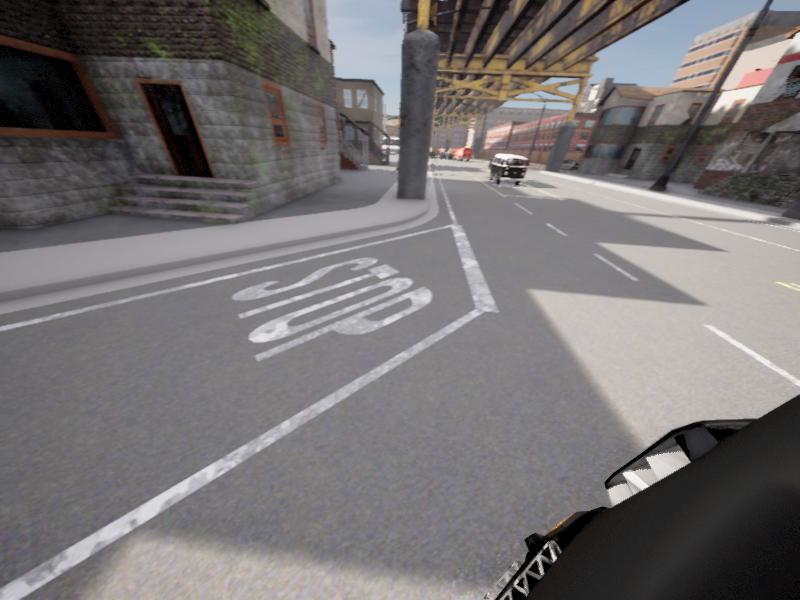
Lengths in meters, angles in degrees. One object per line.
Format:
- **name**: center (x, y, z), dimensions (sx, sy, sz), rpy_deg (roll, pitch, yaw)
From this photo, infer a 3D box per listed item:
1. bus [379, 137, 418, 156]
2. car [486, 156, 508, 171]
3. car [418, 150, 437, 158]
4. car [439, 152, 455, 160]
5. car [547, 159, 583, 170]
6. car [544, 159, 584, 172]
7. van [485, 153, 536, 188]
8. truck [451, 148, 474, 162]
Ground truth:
- **bus**: center (-0.465, -44.296, 66.664), dimensions (10.273, 4.253, 3.944), rpy_deg (15, 36, 18)
- **car**: center (13.879, -19.627, 33.158), dimensions (1.845, 1.501, 3.633), rpy_deg (5, 34, 4)
- **car**: center (7.377, -39.784, 62.982), dimensions (4.892, 1.490, 1.837), rpy_deg (30, 42, 34)
- **car**: center (11.710, -36.107, 57.891), dimensions (1.970, 1.475, 3.806), rpy_deg (-15, 38, -25)
- **car**: center (26.727, -22.082, 37.508), dimensions (4.536, 1.218, 1.853), rpy_deg (24, 39, 28)
- **car**: center (26.678, -21.970, 37.619), dimensions (4.974, 1.542, 2.038), rpy_deg (24, 39, 28)
- **van**: center (8.627, -10.539, 18.621), dimensions (2.069, 2.038, 4.480), rpy_deg (5, 34, 3)
- **truck**: center (13.977, -32.720, 51.988), dimensions (2.627, 2.467, 5.204), rpy_deg (-6, 34, -13)
